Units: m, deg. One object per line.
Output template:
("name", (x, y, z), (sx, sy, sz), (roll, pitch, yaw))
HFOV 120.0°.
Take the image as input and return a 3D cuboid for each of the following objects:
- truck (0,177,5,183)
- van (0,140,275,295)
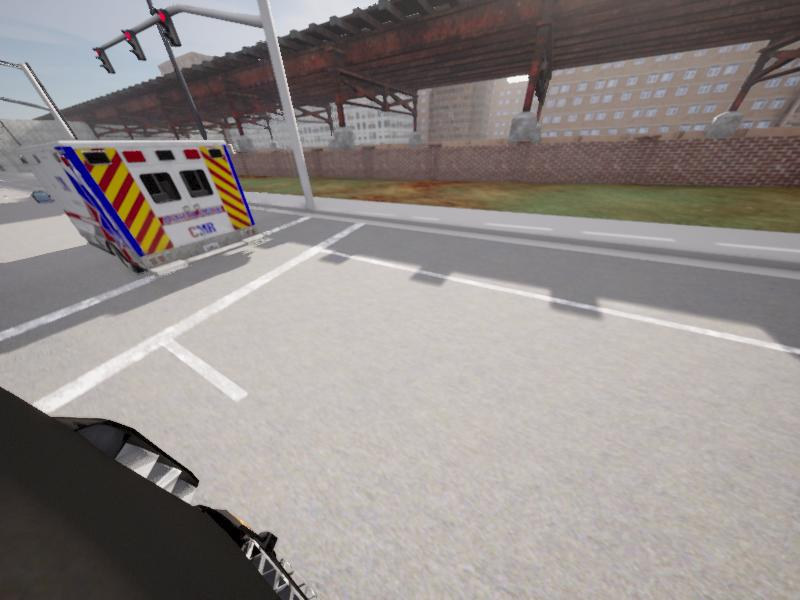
("truck", (-53.681, -16.590, 28.485), (8.468, 3.827, 2.891), (16, 38, 25))
("van", (-6.682, -2.473, 5.920), (6.366, 2.431, 2.351), (16, 38, 25))
